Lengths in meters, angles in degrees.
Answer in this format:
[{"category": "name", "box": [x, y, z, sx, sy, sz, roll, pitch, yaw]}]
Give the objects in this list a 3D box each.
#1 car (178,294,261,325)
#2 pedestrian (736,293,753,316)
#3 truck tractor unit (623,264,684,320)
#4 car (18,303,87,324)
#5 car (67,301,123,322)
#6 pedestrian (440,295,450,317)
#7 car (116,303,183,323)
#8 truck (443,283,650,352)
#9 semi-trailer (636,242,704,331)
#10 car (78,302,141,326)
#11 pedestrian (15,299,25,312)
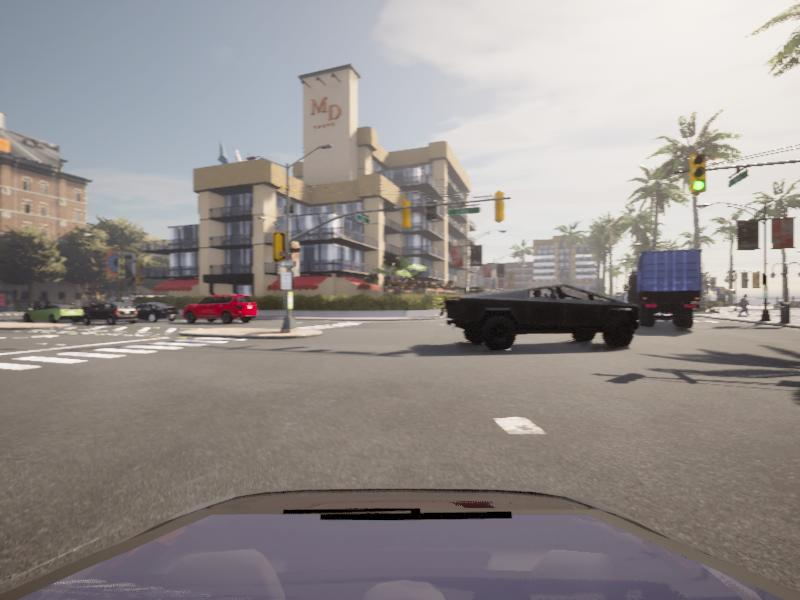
[{"category": "car", "box": [-13.102, 0.655, 29.119, 5.566, 2.045, 2.150, 0, 0, 20]}, {"category": "pedestrian", "box": [27.935, 0.385, 32.475, 0.751, 1.860, 0.751, 0, 0, -14]}, {"category": "truck tractor unit", "box": [21.009, -0.591, 33.593, 3.053, 4.208, 6.516, 0, 0, 21]}, {"category": "car", "box": [-26.137, 0.977, 30.122, 4.514, 1.525, 2.007, 0, 0, 20]}, {"category": "car", "box": [-25.670, 0.937, 33.680, 3.988, 1.617, 1.851, 0, 0, 20]}, {"category": "pedestrian", "box": [3.844, 0.498, 34.081, 0.751, 1.860, 0.751, 0, 0, -1]}, {"category": "car", "box": [-19.723, 0.964, 31.513, 4.892, 1.490, 1.837, 0, 0, 20]}, {"category": "truck", "box": [4.833, 0.533, 13.735, 6.274, 2.098, 2.390, 0, 0, -7]}, {"category": "semi-trailer", "box": [17.351, -0.680, 26.593, 2.717, 4.402, 14.254, 0, 0, 30]}, {"category": "car", "box": [-20.327, 0.934, 28.008, 3.705, 1.549, 1.789, 0, 0, 20]}, {"category": "pedestrian", "box": [-55.902, 0.796, 58.795, 0.751, 1.860, 0.751, 0, 0, 10]}]
